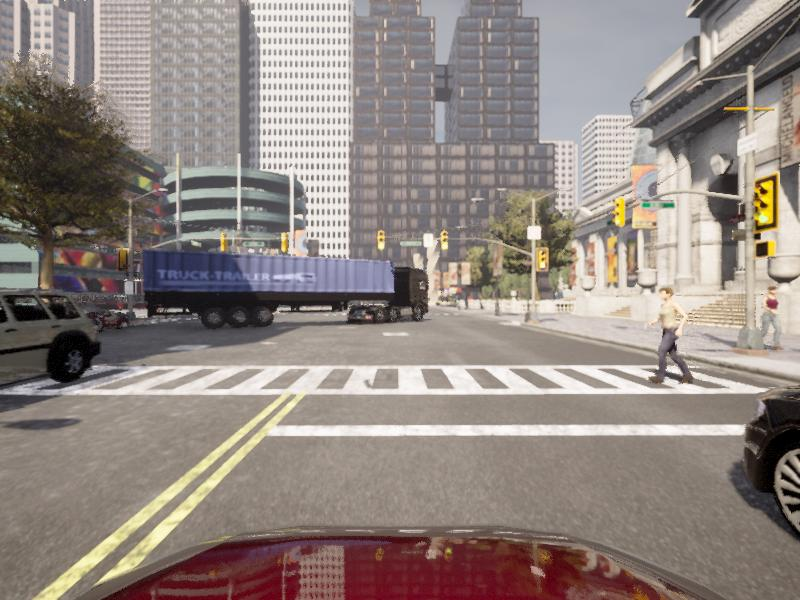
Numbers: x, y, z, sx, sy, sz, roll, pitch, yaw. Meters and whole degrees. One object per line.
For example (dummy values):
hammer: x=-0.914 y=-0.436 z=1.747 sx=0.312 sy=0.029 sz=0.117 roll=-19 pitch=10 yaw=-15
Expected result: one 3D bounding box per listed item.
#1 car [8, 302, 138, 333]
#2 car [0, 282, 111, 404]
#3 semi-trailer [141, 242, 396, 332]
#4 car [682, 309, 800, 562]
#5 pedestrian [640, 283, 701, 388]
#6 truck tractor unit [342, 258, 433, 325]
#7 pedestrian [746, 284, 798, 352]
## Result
car: x=-16.567 y=0.840 z=20.495 sx=4.792 sy=1.488 sz=2.163 roll=0 pitch=0 yaw=-2
car: x=-7.074 y=0.648 z=6.305 sx=1.932 sy=1.855 sz=4.605 roll=1 pitch=0 yaw=-4
semi-trailer: x=-7.155 y=-0.639 z=24.310 sx=14.254 sy=4.402 sz=2.717 roll=0 pitch=0 yaw=-29
car: x=3.493 y=0.836 z=0.990 sx=2.128 sy=1.511 sz=4.902 roll=0 pitch=0 yaw=0
pedestrian: x=5.061 y=0.633 z=7.533 sx=0.751 sy=1.860 sz=0.751 roll=0 pitch=0 yaw=14
truck tractor unit: x=-0.735 y=-0.533 z=28.743 sx=3.053 sy=4.208 sz=6.516 roll=0 pitch=0 yaw=38
pedestrian: x=10.502 y=0.479 z=11.320 sx=0.751 sy=1.860 sz=0.751 roll=0 pitch=0 yaw=-1
